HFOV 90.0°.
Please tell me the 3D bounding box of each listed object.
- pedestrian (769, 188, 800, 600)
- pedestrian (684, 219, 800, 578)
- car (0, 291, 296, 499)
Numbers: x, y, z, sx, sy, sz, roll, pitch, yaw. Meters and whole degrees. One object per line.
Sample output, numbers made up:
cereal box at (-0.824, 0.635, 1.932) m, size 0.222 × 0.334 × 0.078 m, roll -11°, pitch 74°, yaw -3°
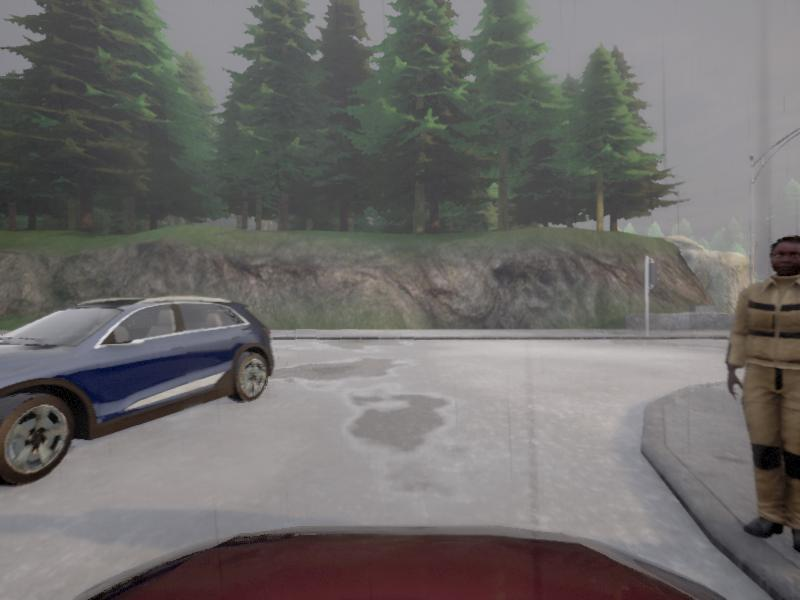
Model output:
pedestrian at (1.842, 0.551, 1.431) m, size 0.751 × 1.860 × 0.751 m, roll 0°, pitch 0°, yaw 42°
pedestrian at (2.310, 0.512, 2.407) m, size 0.751 × 1.860 × 0.751 m, roll 0°, pitch 0°, yaw -32°
car at (-3.606, 0.767, 5.194) m, size 2.033 × 1.649 × 4.856 m, roll -1°, pitch 0°, yaw 18°
